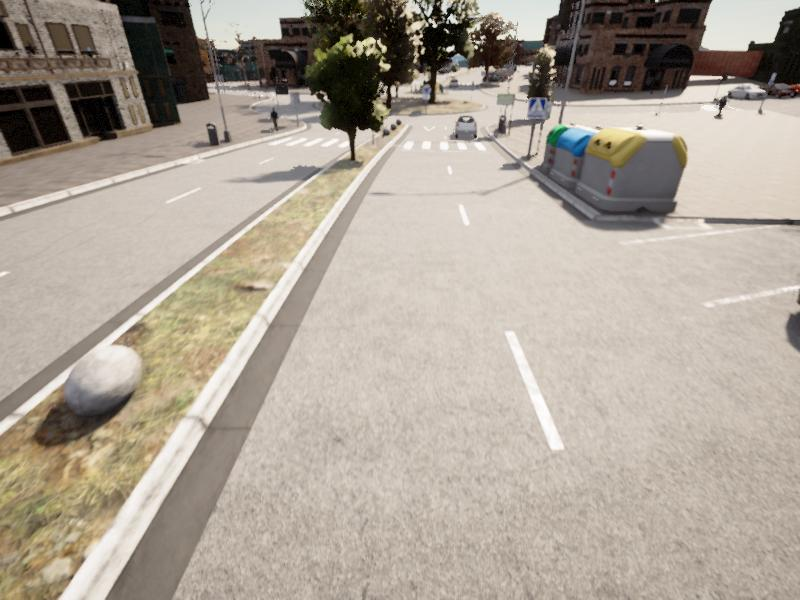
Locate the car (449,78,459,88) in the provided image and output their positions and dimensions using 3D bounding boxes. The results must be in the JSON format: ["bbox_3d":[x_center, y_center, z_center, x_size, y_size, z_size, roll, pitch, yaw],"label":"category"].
[{"bbox_3d":[10.994,-44.142,81.319,1.851,1.617,3.988,5,33,7],"label":"car"}]

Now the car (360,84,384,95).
[{"bbox_3d":[-4.691,-35.450,67.374,3.705,1.549,1.789,-17,36,-27],"label":"car"}]

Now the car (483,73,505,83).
[{"bbox_3d":[21.797,-51.410,92.512,4.553,1.767,2.185,8,33,12],"label":"car"}]

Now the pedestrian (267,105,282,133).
[{"bbox_3d":[-9.463,-13.689,30.264,0.751,1.860,0.751,-6,32,-11],"label":"pedestrian"}]

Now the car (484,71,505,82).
[{"bbox_3d":[22.348,-52.953,94.736,4.442,1.987,1.878,8,33,12],"label":"car"}]

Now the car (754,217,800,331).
[{"bbox_3d":[8.144,-0.307,5.665,4.792,1.488,2.163,-7,28,-17],"label":"car"}]

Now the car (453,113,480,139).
[{"bbox_3d":[5.148,-13.714,31.427,1.845,1.501,3.633,3,29,5],"label":"car"}]

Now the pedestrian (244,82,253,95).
[{"bbox_3d":[-24.638,-34.497,65.227,0.751,1.860,0.751,21,37,30],"label":"pedestrian"}]

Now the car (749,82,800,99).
[{"bbox_3d":[44.975,-25.079,47.843,2.163,1.488,4.792,-3,29,1],"label":"car"}]

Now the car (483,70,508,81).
[{"bbox_3d":[23.175,-54.388,96.931,5.566,2.045,2.435,8,34,12],"label":"car"}]

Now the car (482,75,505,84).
[{"bbox_3d":[21.067,-49.872,90.342,4.892,1.521,2.231,8,33,12],"label":"car"}]

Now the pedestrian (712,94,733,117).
[{"bbox_3d":[29.206,-17.642,36.285,0.751,1.860,0.751,12,33,18],"label":"pedestrian"}]

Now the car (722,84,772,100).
[{"bbox_3d":[42.195,-25.398,48.815,2.002,1.452,4.674,-3,29,1],"label":"car"}]

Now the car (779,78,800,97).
[{"bbox_3d":[47.736,-24.899,46.824,2.185,1.767,4.553,-4,29,1],"label":"car"}]
